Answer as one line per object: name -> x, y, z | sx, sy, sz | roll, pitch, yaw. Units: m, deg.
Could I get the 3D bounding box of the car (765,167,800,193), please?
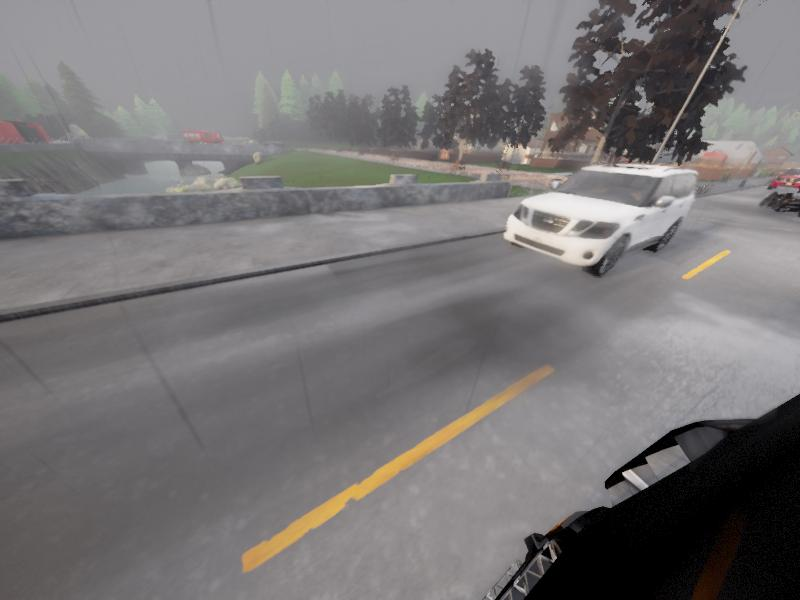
car -> 40.228, -12.245, 23.480 | 5.566, 2.045, 2.150 | -16, 38, -26

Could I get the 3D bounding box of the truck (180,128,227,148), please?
truck -> -50.830, -42.159, 60.199 | 8.468, 3.827, 2.891 | -16, 38, -26

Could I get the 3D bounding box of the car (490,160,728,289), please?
car -> 5.337, -2.299, 5.941 | 5.566, 2.045, 2.150 | -16, 38, -26

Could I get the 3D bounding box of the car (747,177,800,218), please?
car -> 22.073, -4.791, 11.290 | 5.238, 1.638, 1.930 | 17, 35, 21

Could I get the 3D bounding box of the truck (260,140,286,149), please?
truck -> -38.765, -47.461, 70.633 | 6.274, 2.098, 2.390 | -16, 38, -26
